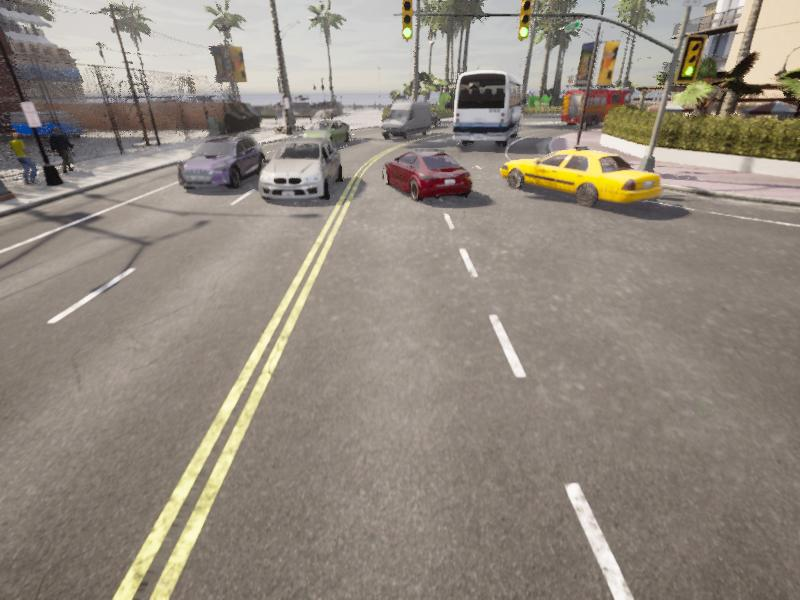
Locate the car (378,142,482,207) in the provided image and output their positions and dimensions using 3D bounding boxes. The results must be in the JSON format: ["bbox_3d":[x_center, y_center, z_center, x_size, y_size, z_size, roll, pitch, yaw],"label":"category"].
[{"bbox_3d":[0.848,-4.525,13.968,1.994,1.385,4.181,-10,29,-18],"label":"car"}]

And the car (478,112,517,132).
[{"bbox_3d":[9.367,-17.119,38.349,1.970,1.475,3.806,20,33,34],"label":"car"}]

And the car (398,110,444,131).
[{"bbox_3d":[2.161,-18.128,40.219,2.152,1.651,5.027,19,33,33],"label":"car"}]

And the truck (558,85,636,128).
[{"bbox_3d":[21.258,-20.915,43.077,8.468,3.827,2.891,-18,32,-30],"label":"truck"}]

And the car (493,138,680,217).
[{"bbox_3d":[5.642,-4.233,13.122,1.801,1.575,5.366,-15,30,-27],"label":"car"}]

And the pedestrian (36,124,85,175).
[{"bbox_3d":[-13.829,-6.159,16.359,0.751,1.860,0.751,-4,27,-8],"label":"pedestrian"}]

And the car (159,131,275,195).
[{"bbox_3d":[-6.784,-5.501,15.654,2.033,1.649,4.856,1,27,3],"label":"car"}]

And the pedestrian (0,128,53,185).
[{"bbox_3d":[-13.548,-5.161,14.408,0.751,1.860,0.751,1,27,2],"label":"pedestrian"}]

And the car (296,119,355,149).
[{"bbox_3d":[-4.911,-11.353,27.166,2.007,1.525,4.514,7,28,15],"label":"car"}]

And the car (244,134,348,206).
[{"bbox_3d":[-3.356,-4.728,14.067,2.242,1.667,4.611,1,27,2],"label":"car"}]

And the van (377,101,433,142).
[{"bbox_3d":[0.544,-14.122,31.413,1.988,2.561,5.915,12,29,23],"label":"van"}]

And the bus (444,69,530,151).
[{"bbox_3d":[6.362,-13.322,27.927,3.944,4.253,10.273,9,28,18],"label":"bus"}]
